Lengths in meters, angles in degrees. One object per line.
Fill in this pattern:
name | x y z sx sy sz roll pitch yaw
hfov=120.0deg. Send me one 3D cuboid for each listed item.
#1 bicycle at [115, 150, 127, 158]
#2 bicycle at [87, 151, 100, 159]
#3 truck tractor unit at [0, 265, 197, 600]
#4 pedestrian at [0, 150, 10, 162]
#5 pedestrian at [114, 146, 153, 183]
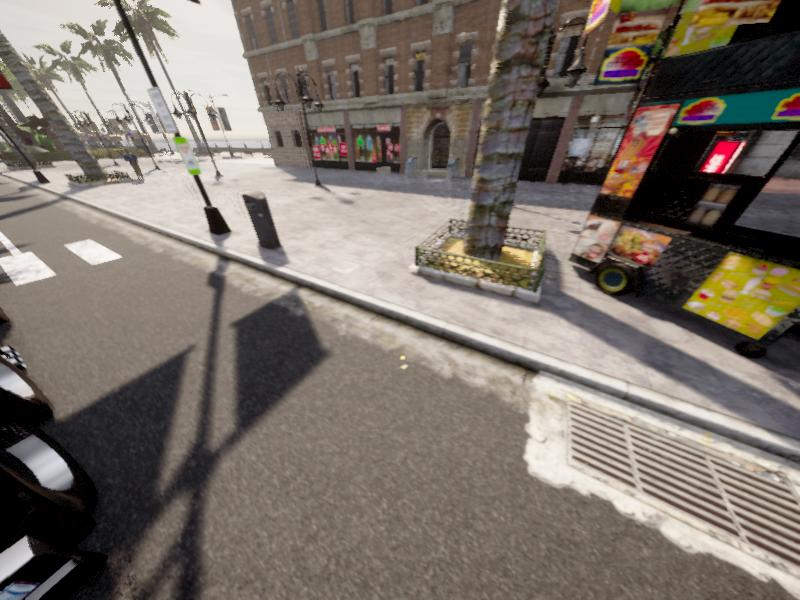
bicycle | -44.040 -23.023 36.442 1.643 1.024 0.373 18 39 24
bicycle | -45.518 -21.514 34.288 1.643 1.024 0.373 18 39 24
truck tractor unit | -5.118 -0.292 0.781 6.516 4.208 3.053 18 39 24
pedestrian | -51.882 -18.843 29.722 0.751 1.860 0.751 13 37 19
pedestrian | -16.424 -8.369 14.284 0.751 1.860 0.751 25 42 32
